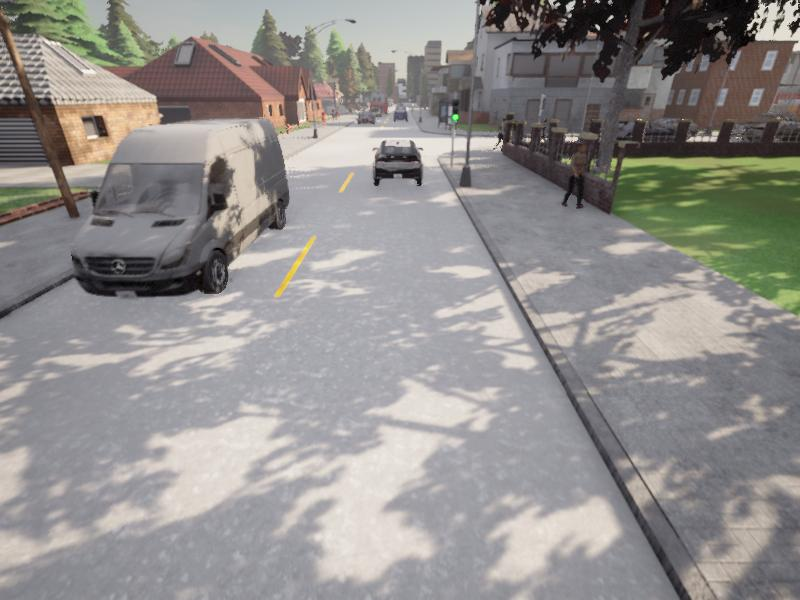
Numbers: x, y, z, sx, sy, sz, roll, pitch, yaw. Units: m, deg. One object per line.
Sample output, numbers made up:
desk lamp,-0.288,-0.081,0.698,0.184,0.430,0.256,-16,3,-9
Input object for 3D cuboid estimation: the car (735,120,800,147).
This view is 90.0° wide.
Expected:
car,26.738,-11.571,27.748,4.902,1.511,2.128,-1,27,-2

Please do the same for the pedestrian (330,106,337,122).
pedestrian,-8.338,-23.356,50.252,0.751,1.860,0.751,-2,27,-4

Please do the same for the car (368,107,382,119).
car,-3.863,-29.339,62.705,1.970,1.475,3.806,0,27,1

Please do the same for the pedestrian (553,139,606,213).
pedestrian,4.965,-3.457,11.160,0.751,1.860,0.751,-4,27,-7

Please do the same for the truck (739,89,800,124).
truck,49.444,-25.185,51.919,2.891,3.827,8.468,-1,27,-1

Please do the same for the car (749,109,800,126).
car,45.552,-22.248,48.574,2.033,1.649,4.856,1,27,3

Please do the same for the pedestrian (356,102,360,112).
pedestrian,-8.708,-39.908,82.760,0.751,1.860,0.751,0,27,0

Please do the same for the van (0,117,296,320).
van,-4.039,-2.194,8.218,1.988,2.561,5.915,1,27,1

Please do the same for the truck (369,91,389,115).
truck,-3.800,-36.694,74.564,2.891,3.827,8.468,1,27,1

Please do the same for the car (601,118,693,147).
car,16.974,-11.625,27.733,4.856,1.649,2.033,-1,27,-2

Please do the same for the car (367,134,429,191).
car,-0.082,-5.684,16.206,2.128,1.511,4.902,0,27,0

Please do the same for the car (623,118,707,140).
car,20.776,-13.505,31.551,4.902,1.511,2.128,0,27,0

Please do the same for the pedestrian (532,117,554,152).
pedestrian,8.348,-9.684,23.389,0.751,1.860,0.751,-2,27,-4

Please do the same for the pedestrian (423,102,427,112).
pedestrian,5.283,-40.650,84.208,0.751,1.860,0.751,3,27,7

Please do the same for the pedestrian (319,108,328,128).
pedestrian,-7.918,-18.894,41.487,0.751,1.860,0.751,-2,27,-5

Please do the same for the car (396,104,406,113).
car,0.198,-39.241,81.988,2.152,1.651,5.027,0,27,0

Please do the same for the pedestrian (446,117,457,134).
pedestrian,4.475,-15.089,34.604,0.751,1.300,0.751,7,28,14

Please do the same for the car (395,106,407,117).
car,0.133,-31.775,67.431,2.007,1.525,4.514,0,27,0

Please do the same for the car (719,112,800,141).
car,28.207,-13.527,31.167,4.605,1.855,1.932,0,27,3

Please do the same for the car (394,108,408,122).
car,0.091,-26.041,56.158,1.882,1.535,5.008,0,27,0

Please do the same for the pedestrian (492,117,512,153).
pedestrian,5.898,-9.546,23.120,0.751,1.860,0.751,-1,27,-3

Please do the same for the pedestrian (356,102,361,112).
pedestrian,-8.704,-40.507,83.937,0.751,1.860,0.751,1,27,1

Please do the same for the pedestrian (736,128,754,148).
pedestrian,21.723,-10.191,25.211,0.500,1.100,0.500,14,30,26

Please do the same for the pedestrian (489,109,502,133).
pedestrian,8.558,-16.018,35.809,0.751,1.860,0.751,13,30,23

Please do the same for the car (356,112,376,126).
car,-3.938,-21.455,47.339,1.994,1.385,4.181,0,27,1
